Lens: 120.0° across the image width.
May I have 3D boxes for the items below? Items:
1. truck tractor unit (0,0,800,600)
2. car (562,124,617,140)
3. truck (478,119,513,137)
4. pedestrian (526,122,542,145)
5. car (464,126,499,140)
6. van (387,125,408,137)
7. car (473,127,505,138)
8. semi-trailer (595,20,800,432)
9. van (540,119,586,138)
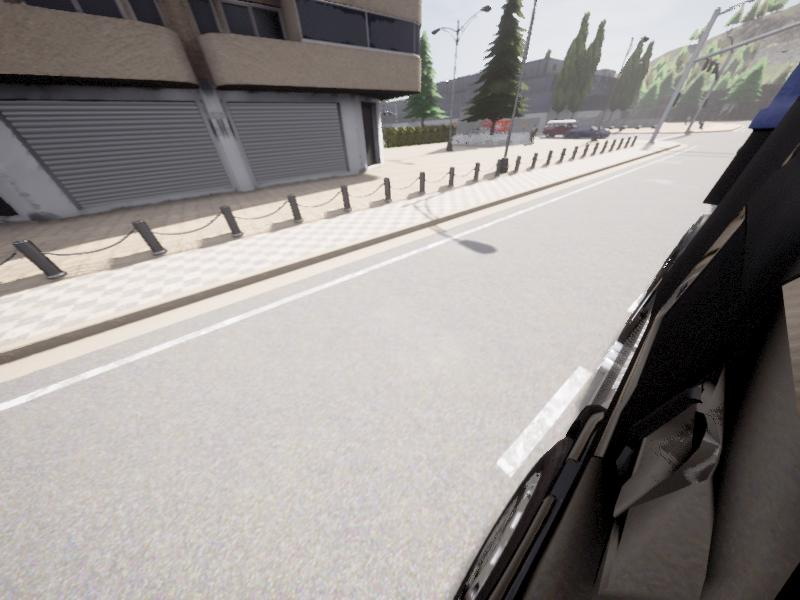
[{"bbox_3d":[2.645,-0.295,0.352,6.516,4.208,3.053,-28,44,-30],"label":"truck tractor unit"},{"bbox_3d":[22.923,-20.441,28.206,1.812,1.442,4.674,-25,42,-26],"label":"car"},{"bbox_3d":[17.652,-31.947,43.058,2.627,2.467,5.204,-26,42,-27],"label":"truck"},{"bbox_3d":[13.507,-16.826,23.365,0.751,1.860,0.751,29,47,36],"label":"pedestrian"},{"bbox_3d":[13.459,-27.848,38.573,2.152,1.651,5.027,-26,43,-27],"label":"car"},{"bbox_3d":[-0.830,-46.162,63.291,2.351,2.431,6.366,-26,42,-27],"label":"van"},{"bbox_3d":[15.652,-29.628,40.874,1.882,1.535,5.008,-26,43,-27],"label":"car"},{"bbox_3d":[8.863,-3.494,4.049,14.254,4.402,2.717,-26,43,-28],"label":"semi-trailer"},{"bbox_3d":[22.914,-24.228,32.762,2.069,2.038,4.480,-26,42,-28],"label":"van"}]
